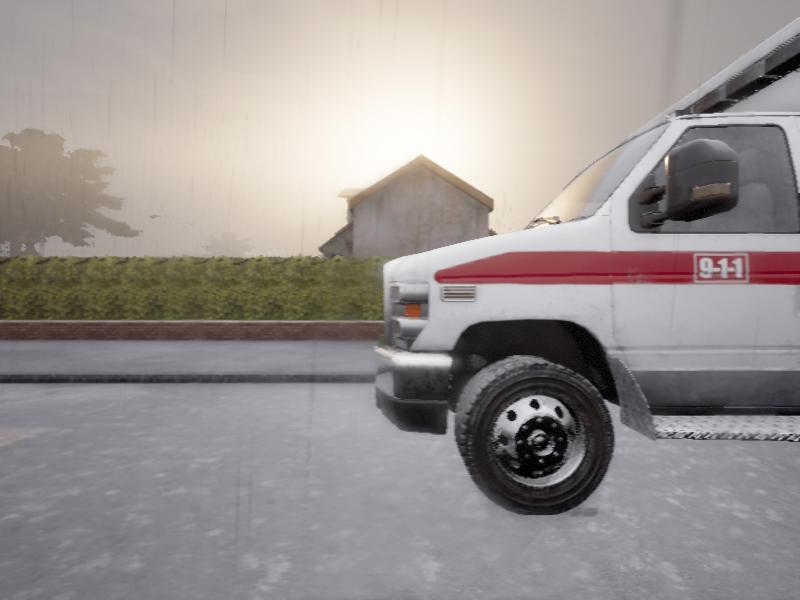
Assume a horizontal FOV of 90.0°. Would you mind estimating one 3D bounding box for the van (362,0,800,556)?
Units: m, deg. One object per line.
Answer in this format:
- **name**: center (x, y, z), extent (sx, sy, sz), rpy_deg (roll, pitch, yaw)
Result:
- **van**: center (3.026, -0.220, 2.753), extent (6.366, 2.431, 2.351), rpy_deg (0, 0, -1)
